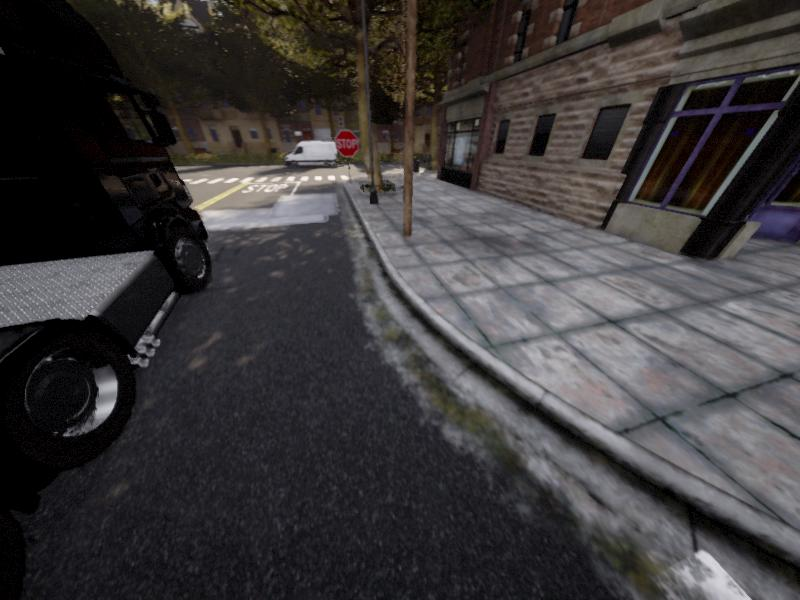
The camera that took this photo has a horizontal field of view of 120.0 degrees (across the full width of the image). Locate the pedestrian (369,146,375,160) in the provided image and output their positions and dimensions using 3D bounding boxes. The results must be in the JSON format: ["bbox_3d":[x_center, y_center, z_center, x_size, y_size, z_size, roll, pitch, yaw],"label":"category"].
[{"bbox_3d":[-4.460,-23.439,36.818,0.751,1.860,0.751,-8,35,-12],"label":"pedestrian"}]

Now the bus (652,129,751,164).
[{"bbox_3d":[46.563,-23.754,35.908,10.273,4.253,3.944,-8,35,-12],"label":"bus"}]

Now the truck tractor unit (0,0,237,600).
[{"bbox_3d":[-4.159,-0.763,1.482,3.053,4.208,6.516,-12,36,-18],"label":"truck tractor unit"}]

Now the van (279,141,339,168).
[{"bbox_3d":[-10.297,-16.891,26.786,5.915,2.561,1.988,-8,35,-12],"label":"van"}]

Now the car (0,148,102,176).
[{"bbox_3d":[-29.681,-11.821,19.708,4.605,1.855,1.932,-8,35,-12],"label":"car"}]
